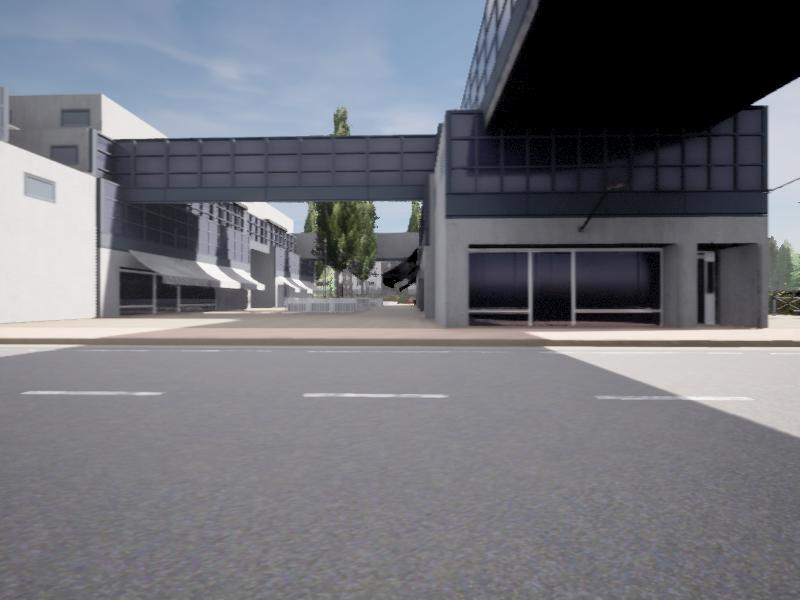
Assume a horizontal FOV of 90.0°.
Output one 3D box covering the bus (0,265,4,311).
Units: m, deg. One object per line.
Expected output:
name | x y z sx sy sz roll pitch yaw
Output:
bus | -39.403 -1.111 32.528 3.944 4.253 10.273 0 0 3
